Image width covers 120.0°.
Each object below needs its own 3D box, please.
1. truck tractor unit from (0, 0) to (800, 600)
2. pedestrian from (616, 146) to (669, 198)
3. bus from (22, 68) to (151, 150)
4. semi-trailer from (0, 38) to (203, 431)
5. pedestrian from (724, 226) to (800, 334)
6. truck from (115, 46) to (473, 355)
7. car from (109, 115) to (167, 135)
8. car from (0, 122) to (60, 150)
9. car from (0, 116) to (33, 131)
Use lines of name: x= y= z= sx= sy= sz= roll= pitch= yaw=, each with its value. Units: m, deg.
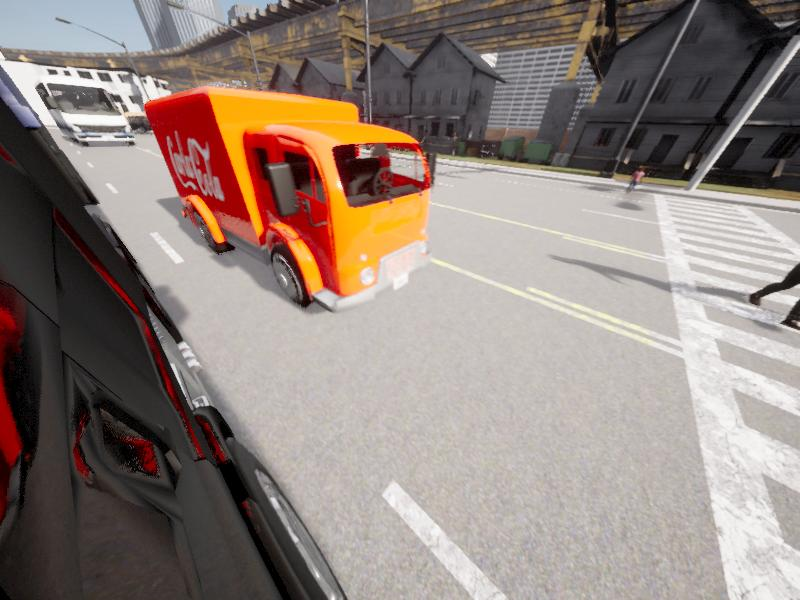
truck tractor unit: x=-2.645 y=-0.295 z=0.351 sx=6.516 sy=4.208 sz=3.053 roll=28 pitch=44 yaw=30
pedestrian: x=10.572 y=-5.628 z=10.167 sx=0.751 sy=1.860 sz=0.751 roll=23 pitch=41 yaw=25
bus: x=-26.153 y=-15.558 z=19.282 sx=10.273 sy=4.253 sz=3.944 roll=26 pitch=43 yaw=28
semi-trailer: x=-8.750 y=-3.563 z=4.186 sx=14.254 sy=4.402 sz=2.717 roll=28 pitch=44 yaw=29
pedestrian: x=5.803 y=-0.505 z=3.060 sx=0.751 sy=1.860 sz=0.751 roll=23 pitch=41 yaw=25
truck: x=-1.955 y=-1.958 z=4.092 sx=5.204 sy=2.467 sz=2.627 roll=27 pitch=43 yaw=30
car: x=-37.200 y=-24.853 z=32.853 sx=5.566 sy=2.045 sz=2.150 roll=9 pitch=37 yaw=8
car: x=-27.745 y=-12.317 z=17.251 sx=5.357 sy=1.411 sz=2.033 roll=28 pitch=44 yaw=29
car: x=-52.278 y=-22.677 z=29.609 sx=5.357 sy=1.411 sz=2.033 roll=-8 pitch=38 yaw=-13
